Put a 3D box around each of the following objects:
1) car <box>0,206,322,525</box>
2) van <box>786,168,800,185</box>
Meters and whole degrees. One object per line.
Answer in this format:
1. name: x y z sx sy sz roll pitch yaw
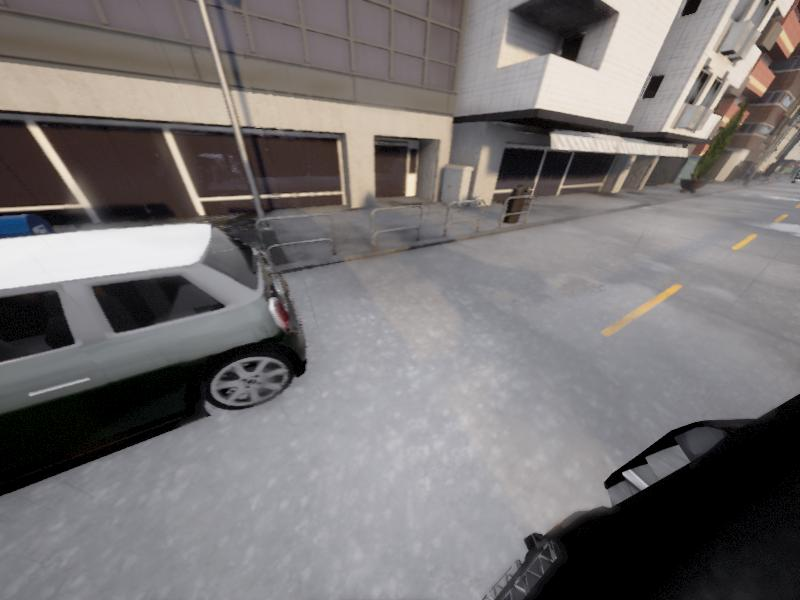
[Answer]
1. car: -2.935 0.337 1.916 3.806 1.475 1.970 -16 38 -26
2. van: 53.296 -16.171 30.085 4.480 2.038 2.069 -16 38 -26
